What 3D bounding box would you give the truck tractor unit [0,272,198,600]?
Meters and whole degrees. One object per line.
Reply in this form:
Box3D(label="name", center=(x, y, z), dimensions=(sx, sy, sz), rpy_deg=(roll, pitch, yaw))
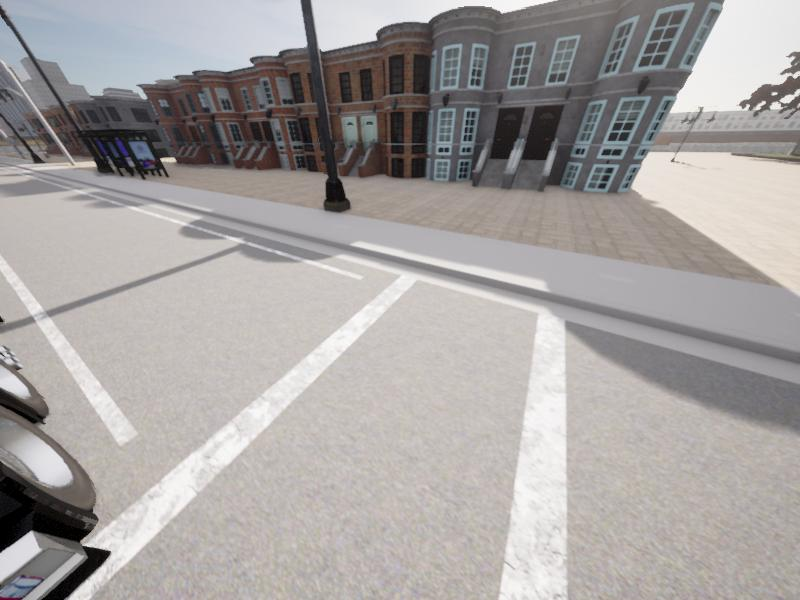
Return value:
Box3D(label="truck tractor unit", center=(-5.122, -0.291, 0.757), dimensions=(6.516, 4.208, 3.053), rpy_deg=(18, 39, 23))
